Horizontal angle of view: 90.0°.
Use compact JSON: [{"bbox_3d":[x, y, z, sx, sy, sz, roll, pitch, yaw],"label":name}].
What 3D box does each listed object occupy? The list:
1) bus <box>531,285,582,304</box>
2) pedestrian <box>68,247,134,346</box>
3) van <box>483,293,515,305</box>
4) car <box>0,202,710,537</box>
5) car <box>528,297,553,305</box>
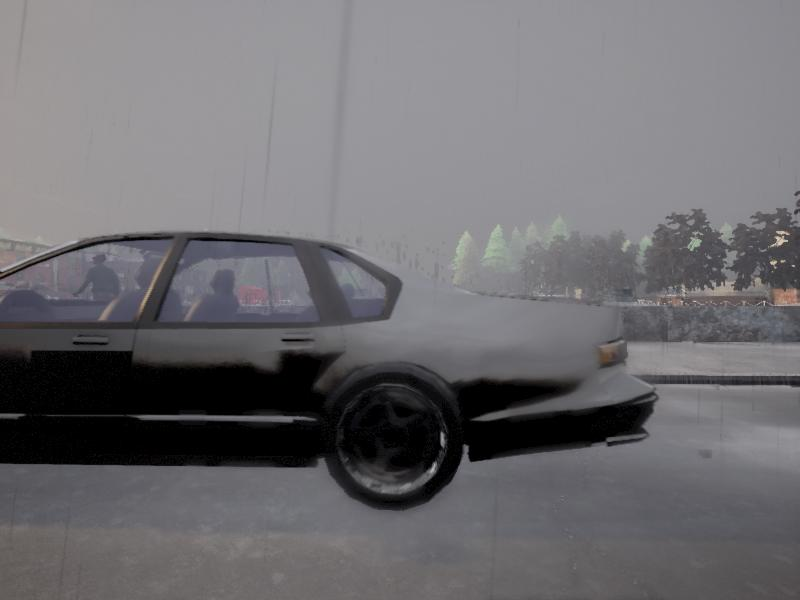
[{"bbox_3d":[35.838,-1.139,91.905,10.273,4.253,3.944,0,0,2],"label":"bus"},{"bbox_3d":[-5.948,-0.067,7.987,0.751,1.860,0.751,0,0,12],"label":"pedestrian"},{"bbox_3d":[21.856,-0.227,88.481,6.366,2.431,2.351,0,0,2],"label":"van"},{"bbox_3d":[-1.338,0.295,2.787,5.357,1.411,2.033,0,0,2],"label":"car"},{"bbox_3d":[30.997,0.168,88.183,4.856,1.649,2.033,0,0,2],"label":"car"}]
